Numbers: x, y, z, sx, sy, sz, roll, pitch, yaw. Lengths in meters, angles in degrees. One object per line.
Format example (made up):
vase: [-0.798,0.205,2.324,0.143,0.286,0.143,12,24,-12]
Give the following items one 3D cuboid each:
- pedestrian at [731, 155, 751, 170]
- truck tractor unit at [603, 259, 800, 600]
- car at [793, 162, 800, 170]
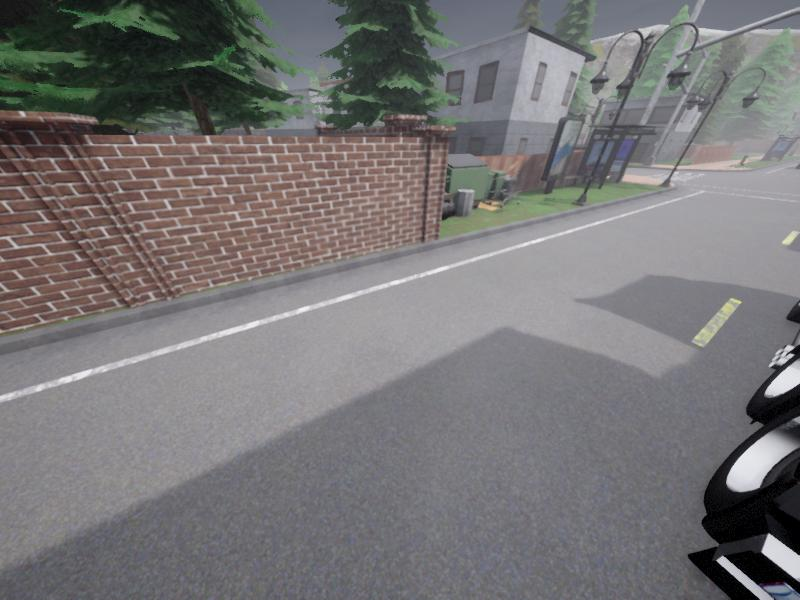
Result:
pedestrian: [29.617,-11.949,20.048,0.500,1.100,0.500,-24,42,-31]
truck tractor unit: [5.106,-0.303,0.802,6.516,4.208,3.053,-18,39,-25]
car: [40.925,-13.713,22.129,5.566,2.045,2.150,-18,39,-25]
